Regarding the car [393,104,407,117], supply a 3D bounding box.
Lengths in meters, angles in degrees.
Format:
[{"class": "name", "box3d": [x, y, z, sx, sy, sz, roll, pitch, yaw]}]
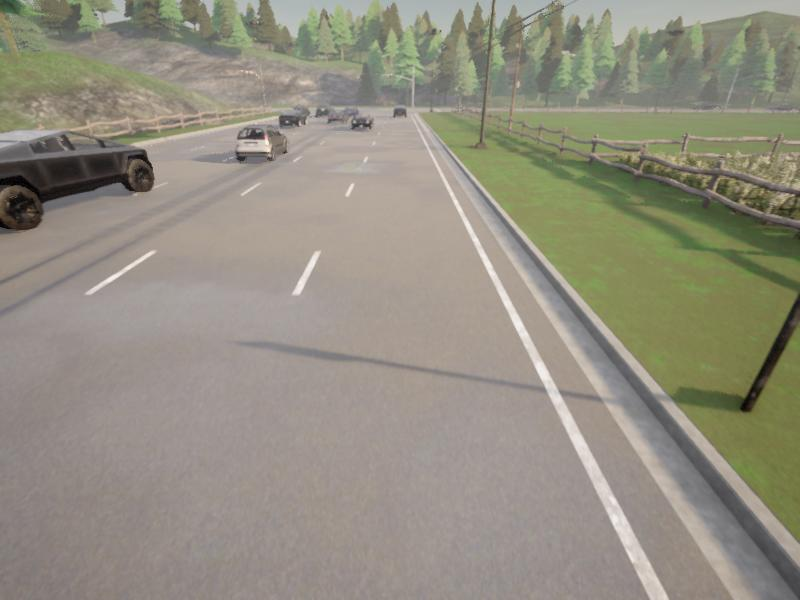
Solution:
[{"class": "car", "box3d": [0.007, -27.241, 57.479, 1.930, 1.638, 5.238, 0, 27, 0]}]

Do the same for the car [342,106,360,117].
[{"class": "car", "box3d": [-6.994, -27.011, 57.275, 1.994, 1.385, 4.181, 0, 27, 0]}]

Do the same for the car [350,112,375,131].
[{"class": "car", "box3d": [-3.496, -17.038, 38.094, 1.895, 1.301, 4.718, 0, 27, 0]}]

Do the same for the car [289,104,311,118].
[{"class": "car", "box3d": [-13.993, -26.632, 56.315, 2.007, 1.525, 4.514, 0, 27, 0]}]

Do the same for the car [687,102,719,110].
[{"class": "car", "box3d": [64.427, -41.201, 85.123, 4.892, 1.490, 1.837, 0, 27, 0]}]

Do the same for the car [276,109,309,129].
[{"class": "car", "box3d": [-10.494, -17.869, 39.383, 1.882, 1.535, 5.008, 0, 27, 0]}]

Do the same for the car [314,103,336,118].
[{"class": "car", "box3d": [-10.494, -26.737, 56.255, 2.097, 1.767, 4.553, 0, 27, 0]}]

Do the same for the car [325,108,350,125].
[{"class": "car", "box3d": [-6.993, -20.797, 45.229, 2.033, 1.411, 5.357, 0, 27, 0]}]

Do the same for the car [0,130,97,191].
[{"class": "car", "box3d": [-13.996, -5.386, 15.141, 1.851, 1.617, 3.988, 0, 27, 0]}]

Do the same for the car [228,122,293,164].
[{"class": "car", "box3d": [-6.994, -8.140, 20.520, 1.851, 1.617, 3.988, 0, 27, 0]}]

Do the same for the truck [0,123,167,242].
[{"class": "truck", "box3d": [-9.890, -3.562, 11.109, 2.390, 2.098, 6.274, 4, 28, 7]}]
